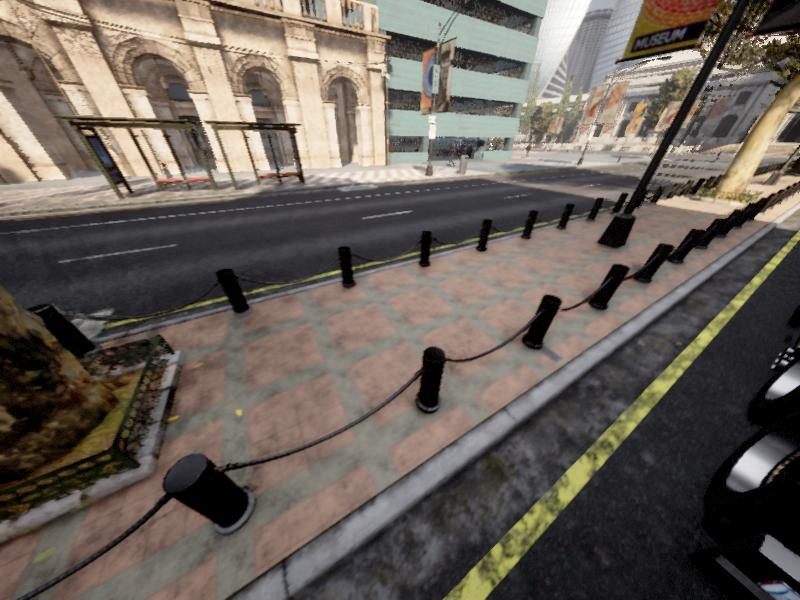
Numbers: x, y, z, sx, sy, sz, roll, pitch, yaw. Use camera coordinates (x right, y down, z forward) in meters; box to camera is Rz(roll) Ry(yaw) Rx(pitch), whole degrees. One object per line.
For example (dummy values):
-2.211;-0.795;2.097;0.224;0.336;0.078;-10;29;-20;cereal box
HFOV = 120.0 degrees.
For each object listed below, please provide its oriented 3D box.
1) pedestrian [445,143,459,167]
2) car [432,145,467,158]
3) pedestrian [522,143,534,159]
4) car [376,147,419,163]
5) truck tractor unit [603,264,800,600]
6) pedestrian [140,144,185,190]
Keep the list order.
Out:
4.922;-13.721;21.905;0.751;1.860;0.751;-15;37;-20;pedestrian
7.681;-23.110;35.866;4.902;1.511;2.128;-18;39;-25;car
18.092;-21.081;32.653;0.751;1.860;0.751;-29;45;-36;pedestrian
-0.292;-17.777;28.165;4.786;1.482;2.161;-18;39;-25;car
5.109;-0.300;0.803;6.516;4.208;3.053;-18;38;-24;truck tractor unit
-11.576;-6.533;11.368;0.751;1.860;0.751;-18;39;-24;pedestrian
